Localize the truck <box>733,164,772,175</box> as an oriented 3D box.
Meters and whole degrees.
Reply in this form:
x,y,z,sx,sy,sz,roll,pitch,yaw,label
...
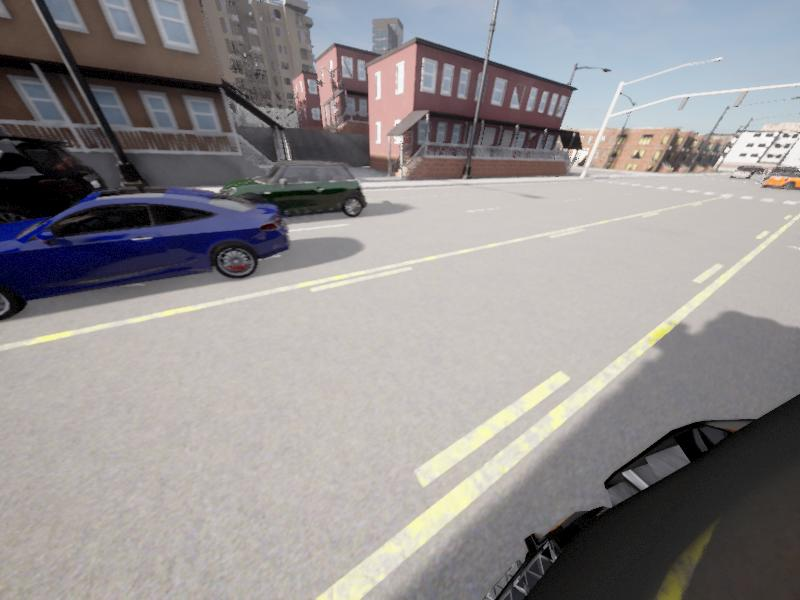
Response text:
x,y,z,sx,sy,sz,roll,pitch,yaw,label
94.129,-34.918,61.812,2.390,2.098,6.274,14,35,17,truck

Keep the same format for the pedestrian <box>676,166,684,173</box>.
x,y,z,sx,sy,sz,roll,pitch,yaw,label
55.281,-25.716,45.598,0.500,1.100,0.500,-2,34,-8,pedestrian

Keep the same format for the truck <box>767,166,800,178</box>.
x,y,z,sx,sy,sz,roll,pitch,yaw,label
94.945,-31.605,56.880,2.390,2.098,6.274,23,39,28,truck

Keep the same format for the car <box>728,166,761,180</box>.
x,y,z,sx,sy,sz,roll,pitch,yaw,label
58.386,-21.566,39.188,4.605,1.855,1.932,-16,38,-26,car

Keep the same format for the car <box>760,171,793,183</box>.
x,y,z,sx,sy,sz,roll,pitch,yaw,label
59.961,-19.580,36.752,4.181,1.385,1.994,-16,38,-26,car

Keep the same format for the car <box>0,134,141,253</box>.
x,y,z,sx,sy,sz,roll,pitch,yaw,label
-9.732,-2.087,4.517,5.566,2.045,2.150,-16,38,-26,car

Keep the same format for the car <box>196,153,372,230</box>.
x,y,z,sx,sy,sz,roll,pitch,yaw,label
-3.501,-3.784,7.775,4.553,1.767,2.097,-16,38,-26,car

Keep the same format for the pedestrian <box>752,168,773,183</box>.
x,y,z,sx,sy,sz,roll,pitch,yaw,label
51.274,-17.641,32.704,0.751,1.860,0.751,-26,43,-36,pedestrian

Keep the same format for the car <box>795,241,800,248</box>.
x,y,z,sx,sy,sz,roll,pitch,yaw,label
15.648,-2.433,7.471,4.792,1.488,2.163,-16,38,-26,car

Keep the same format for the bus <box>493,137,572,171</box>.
x,y,z,sx,sy,sz,roll,pitch,yaw,label
21.433,-24.458,38.601,3.944,4.253,10.273,-16,38,-26,bus

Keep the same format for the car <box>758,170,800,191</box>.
x,y,z,sx,sy,sz,roll,pitch,yaw,label
44.375,-13.255,25.675,4.553,1.767,2.097,7,34,7,car

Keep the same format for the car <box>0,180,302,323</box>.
x,y,z,sx,sy,sz,roll,pitch,yaw,label
-4.468,-1.119,4.002,4.674,1.442,1.812,-16,38,-26,car
